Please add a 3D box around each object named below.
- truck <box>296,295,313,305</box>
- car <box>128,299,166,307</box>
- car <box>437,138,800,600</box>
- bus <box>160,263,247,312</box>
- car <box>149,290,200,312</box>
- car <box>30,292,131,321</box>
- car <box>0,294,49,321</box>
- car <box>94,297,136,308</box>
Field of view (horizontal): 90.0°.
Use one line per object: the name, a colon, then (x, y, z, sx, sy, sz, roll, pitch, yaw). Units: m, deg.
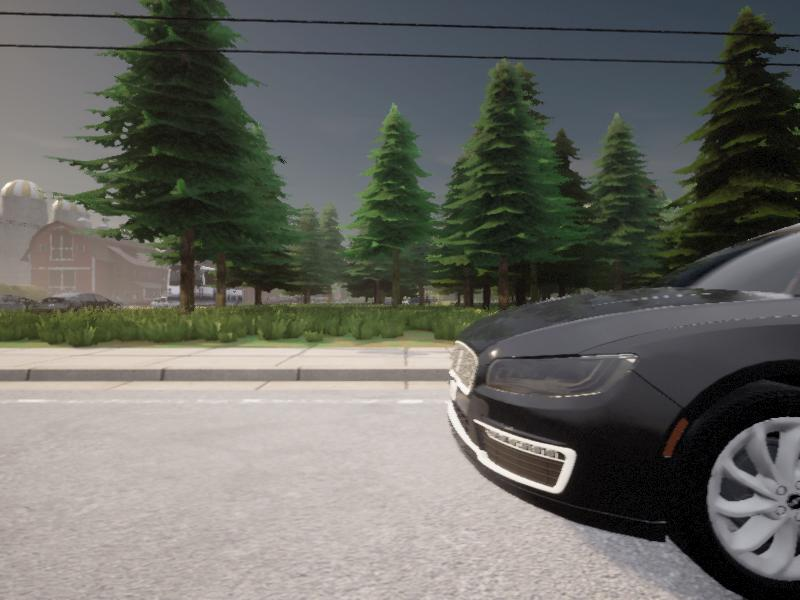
truck: (-20.785, 0.033, 87.068, 2.390, 2.098, 6.274, 0, 0, -2)
car: (-39.851, 0.455, 63.076, 4.718, 1.301, 1.895, 0, 0, -3)
car: (2.730, 0.241, 2.168, 4.892, 1.490, 1.837, 0, 0, 0)
bus: (-19.092, -1.048, 39.995, 3.944, 4.253, 10.273, 0, 0, -2)
car: (-22.480, 0.066, 40.252, 2.150, 2.045, 5.566, 0, 0, -2)
car: (-18.324, 0.337, 23.294, 2.163, 1.488, 4.792, 0, 0, -2)
car: (-21.760, 0.401, 21.596, 1.994, 1.385, 4.181, 0, 0, -2)
car: (-42.323, 0.366, 59.430, 4.892, 1.490, 1.837, 0, 0, -3)
